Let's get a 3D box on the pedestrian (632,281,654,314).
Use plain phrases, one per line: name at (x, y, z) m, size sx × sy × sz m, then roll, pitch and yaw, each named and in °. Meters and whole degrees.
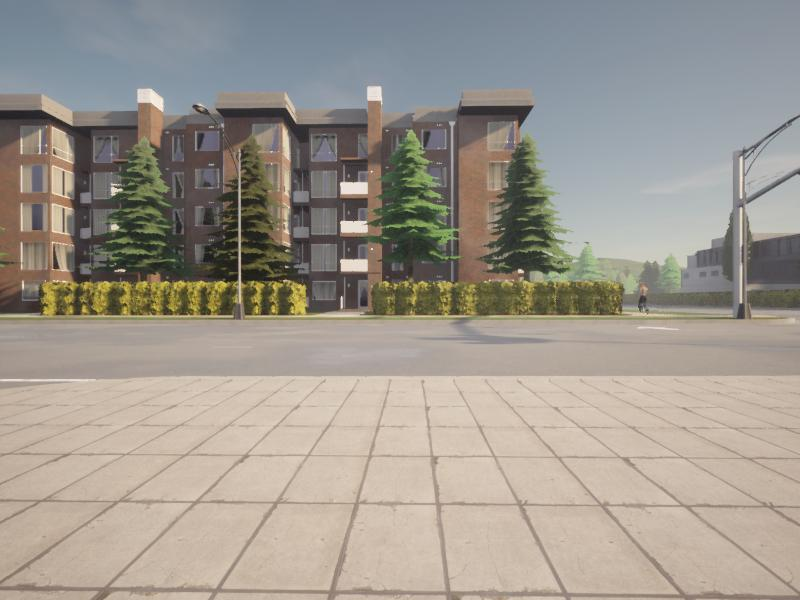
pedestrian at (13.792, -0.125, 22.720) m, size 0.751 × 1.860 × 0.751 m, roll 0°, pitch 0°, yaw 1°
